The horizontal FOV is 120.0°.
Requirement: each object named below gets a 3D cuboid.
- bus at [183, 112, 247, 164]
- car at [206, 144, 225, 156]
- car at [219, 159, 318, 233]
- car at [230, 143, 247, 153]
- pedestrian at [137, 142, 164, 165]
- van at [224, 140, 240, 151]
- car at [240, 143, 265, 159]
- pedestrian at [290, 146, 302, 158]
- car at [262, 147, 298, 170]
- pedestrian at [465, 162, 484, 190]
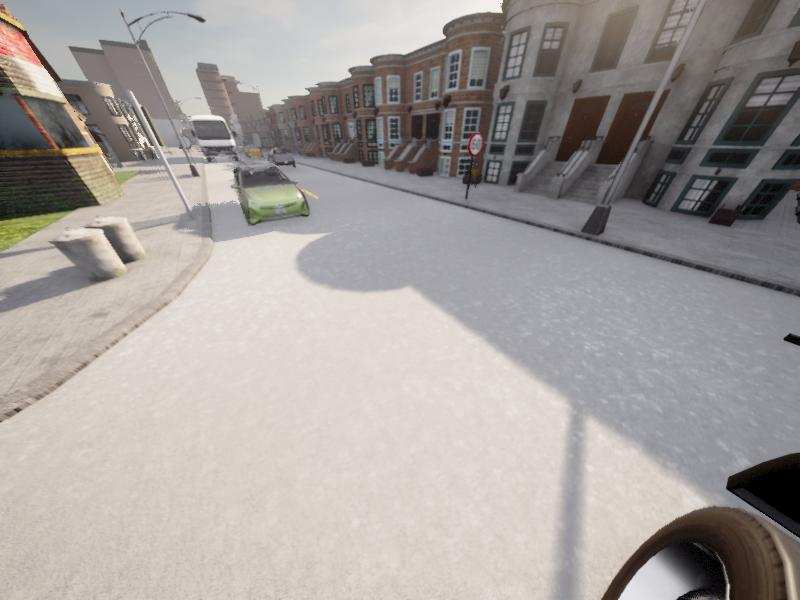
[{"bbox_3d":[-22.086,-19.235,27.649,3.944,4.253,10.273,-22,40,-28],"label":"bus"},{"bbox_3d":[-29.235,-23.784,36.535,1.837,1.490,4.892,-22,41,-28],"label":"car"},{"bbox_3d":[-4.805,-3.940,8.200,2.007,1.525,4.514,-22,41,-27],"label":"car"},{"bbox_3d":[-30.437,-28.737,43.573,1.970,1.475,3.806,-22,41,-28],"label":"car"},{"bbox_3d":[-24.027,-14.144,22.301,0.751,1.860,0.751,2,35,3],"label":"pedestrian"},{"bbox_3d":[-38.515,-35.355,52.899,2.069,2.038,4.480,-22,41,-28],"label":"van"},{"bbox_3d":[-20.484,-20.703,32.022,1.801,1.575,5.366,-22,41,-28],"label":"car"},{"bbox_3d":[-13.134,-18.690,29.129,0.751,1.300,0.751,8,36,11],"label":"pedestrian"},{"bbox_3d":[-10.846,-12.850,20.862,1.845,1.501,3.633,-22,40,-28],"label":"car"},{"bbox_3d":[3.568,-5.976,11.159,0.500,1.100,0.500,-27,43,-33],"label":"pedestrian"}]
